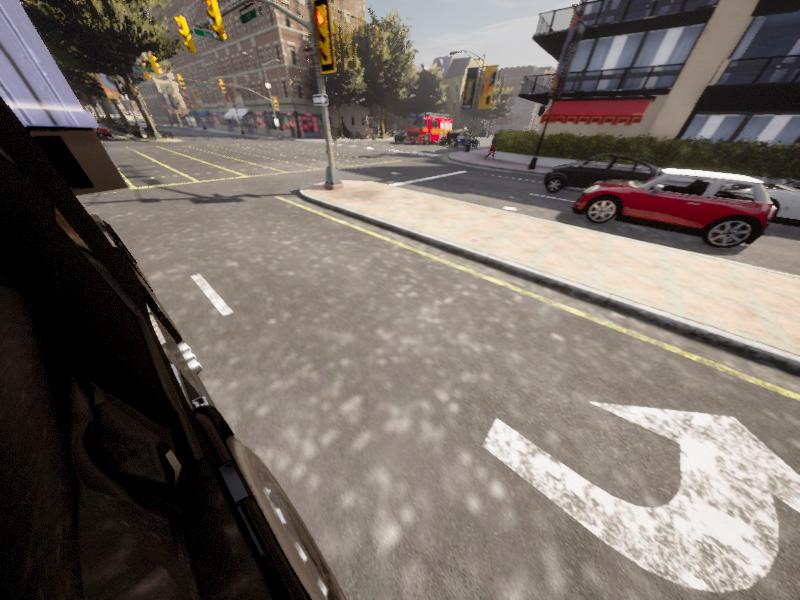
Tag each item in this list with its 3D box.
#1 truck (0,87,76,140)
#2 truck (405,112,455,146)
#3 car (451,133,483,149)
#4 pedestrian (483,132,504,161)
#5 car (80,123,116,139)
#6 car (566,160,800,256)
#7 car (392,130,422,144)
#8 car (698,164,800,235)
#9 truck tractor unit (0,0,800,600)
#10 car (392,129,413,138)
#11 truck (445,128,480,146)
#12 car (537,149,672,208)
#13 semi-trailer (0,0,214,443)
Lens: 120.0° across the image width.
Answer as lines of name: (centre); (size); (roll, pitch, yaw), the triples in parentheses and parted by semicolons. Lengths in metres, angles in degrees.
truck: (-37.257, -19.034, 23.783); (8.468, 3.827, 2.891); (29, 44, 31)
truck: (4.696, -26.407, 35.735); (2.891, 3.827, 8.468); (28, 44, 30)
car: (9.413, -22.274, 32.316); (2.033, 1.649, 4.856); (28, 44, 30)
pedestrian: (7.318, -12.024, 18.112); (0.751, 1.860, 0.751); (-25, 45, -31)
car: (-34.551, -19.314, 26.397); (4.718, 1.301, 1.895); (29, 44, 31)
car: (7.379, -2.823, 6.511); (3.806, 1.475, 1.970); (29, 44, 31)
car: (1.133, -26.378, 37.328); (1.930, 1.638, 5.238); (28, 44, 30)
car: (12.311, -2.911, 6.883); (3.806, 1.475, 1.970); (29, 44, 31)
truck tractor unit: (-2.645, -0.295, 0.351); (6.516, 4.208, 3.053); (28, 44, 30)
car: (0.570, -39.628, 54.983); (4.974, 1.542, 2.038); (29, 45, 31)
truck: (10.021, -26.103, 37.040); (2.390, 2.098, 6.274); (28, 44, 30)
car: (8.212, -5.186, 9.628); (3.705, 1.549, 1.789); (29, 44, 31)
semi-trailer: (-9.924, -2.195, 2.318); (14.254, 4.402, 2.717); (10, 37, 10)
